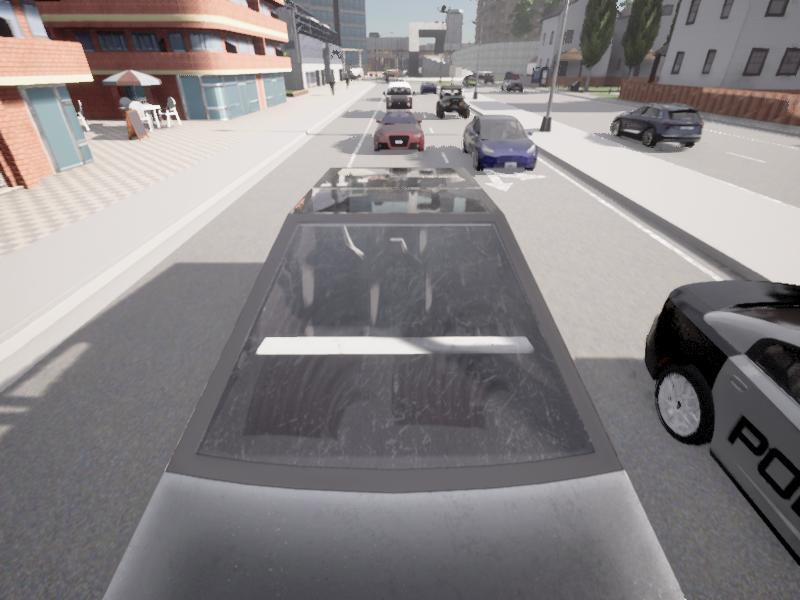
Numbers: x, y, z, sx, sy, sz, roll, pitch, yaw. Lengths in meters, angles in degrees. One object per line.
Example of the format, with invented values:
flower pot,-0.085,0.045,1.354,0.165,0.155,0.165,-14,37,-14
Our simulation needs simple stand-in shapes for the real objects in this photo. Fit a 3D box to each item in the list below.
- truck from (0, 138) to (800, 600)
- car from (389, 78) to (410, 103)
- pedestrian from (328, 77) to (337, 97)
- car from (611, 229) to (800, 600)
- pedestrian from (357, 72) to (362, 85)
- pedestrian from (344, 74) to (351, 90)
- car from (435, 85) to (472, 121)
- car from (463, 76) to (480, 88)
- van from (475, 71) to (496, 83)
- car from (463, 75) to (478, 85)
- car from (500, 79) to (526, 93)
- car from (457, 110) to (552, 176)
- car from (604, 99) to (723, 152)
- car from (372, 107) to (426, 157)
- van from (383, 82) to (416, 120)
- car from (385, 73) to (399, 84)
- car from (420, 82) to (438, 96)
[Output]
truck,-0.030,0.049,3.830,2.390,2.098,6.274,0,30,0
car,-0.070,-20.878,39.777,1.932,1.855,4.605,0,32,0
pedestrian,-7.189,-22.677,42.524,0.751,1.860,0.751,-4,31,-7
car,3.492,1.325,2.104,1.930,1.638,5.238,0,30,0
pedestrian,-7.015,-38.194,69.034,0.751,1.860,0.751,0,30,0
pedestrian,-7.169,-29.764,54.630,0.751,1.860,0.751,0,30,1
car,3.447,-13.120,26.530,1.905,1.878,3.866,0,30,0
car,11.475,-35.367,64.890,2.007,1.525,4.514,1,30,1
van,18.323,-47.602,85.288,2.069,2.038,4.480,26,39,37
car,13.581,-42.378,76.997,2.033,1.411,5.357,9,32,15
car,14.912,-28.514,53.175,2.038,1.542,4.974,0,30,0
car,3.465,-5.770,14.383,2.163,1.488,4.792,0,30,0
car,11.458,-7.941,17.947,2.033,1.649,4.856,0,30,0
car,-0.037,-7.209,16.951,1.994,1.385,4.181,0,30,0
van,-0.054,-13.722,27.414,2.069,2.038,4.480,0,30,0
car,-1.633,-43.699,78.773,1.932,1.855,4.605,-5,31,-9
car,3.416,-25.388,48.074,1.895,1.301,4.718,0,30,0
